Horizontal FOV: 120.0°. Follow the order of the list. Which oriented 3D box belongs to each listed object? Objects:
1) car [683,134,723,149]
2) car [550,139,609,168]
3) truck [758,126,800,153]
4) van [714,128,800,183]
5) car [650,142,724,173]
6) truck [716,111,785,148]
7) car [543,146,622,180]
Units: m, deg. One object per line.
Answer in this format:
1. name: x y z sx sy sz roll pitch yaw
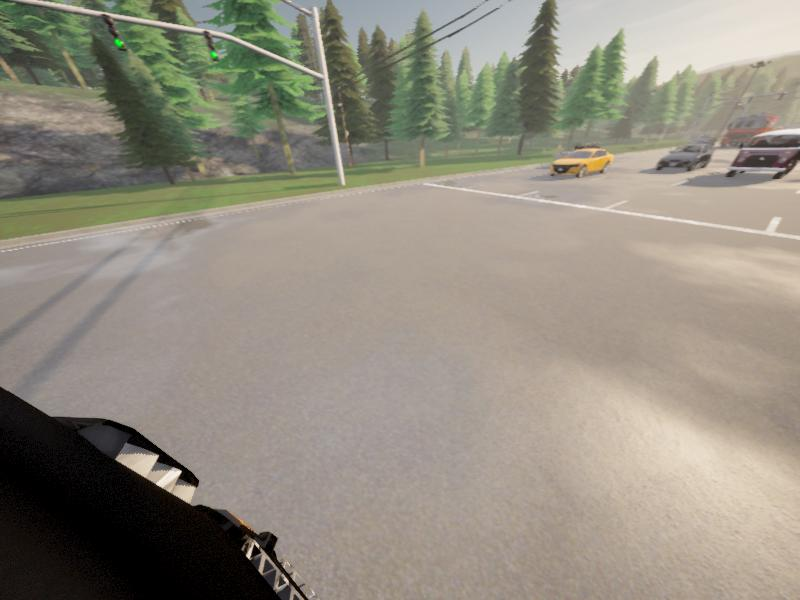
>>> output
1. car: 45.718 -23.977 34.863 5.027 1.651 2.152 -20 37 -24
2. car: 15.967 -13.070 20.608 4.605 1.855 1.932 -20 37 -24
3. truck: 40.181 -16.740 24.005 6.274 2.098 2.390 -27 40 -31
4. van: 19.052 -7.486 11.833 4.480 2.038 2.069 -21 37 -24
5. car: 19.159 -9.551 15.438 4.193 1.474 1.816 -20 37 -24
6. truck: 49.608 -24.089 32.736 8.468 3.827 2.891 -20 37 -24
7. car: 12.237 -9.259 15.492 5.008 1.535 1.882 -21 37 -25
